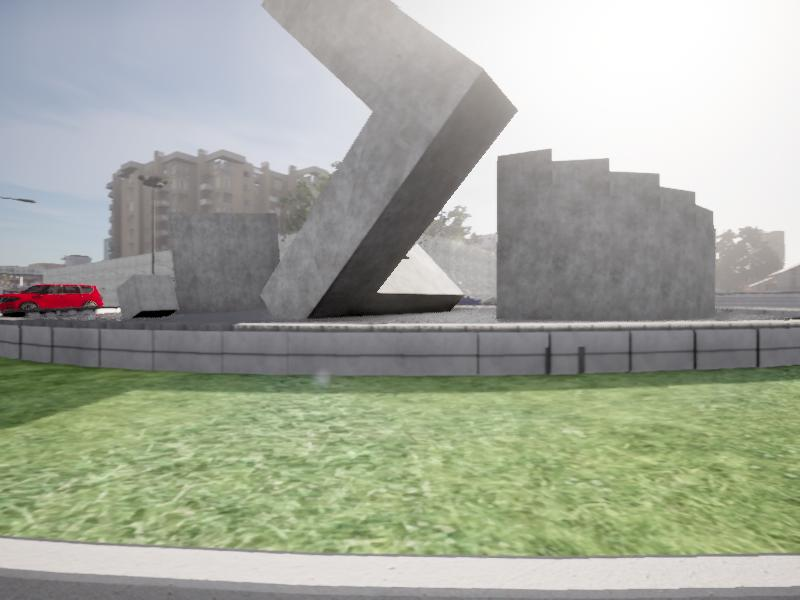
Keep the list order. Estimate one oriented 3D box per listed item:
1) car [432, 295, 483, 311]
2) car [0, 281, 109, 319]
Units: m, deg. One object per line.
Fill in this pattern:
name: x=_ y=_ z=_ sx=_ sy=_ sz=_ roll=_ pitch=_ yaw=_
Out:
car: x=5.896 y=0.284 z=40.822 sx=5.008 sy=1.535 sz=1.882 roll=0 pitch=0 yaw=15
car: x=-21.468 y=0.014 z=24.601 sx=2.150 sy=2.045 sz=5.566 roll=0 pitch=0 yaw=18
